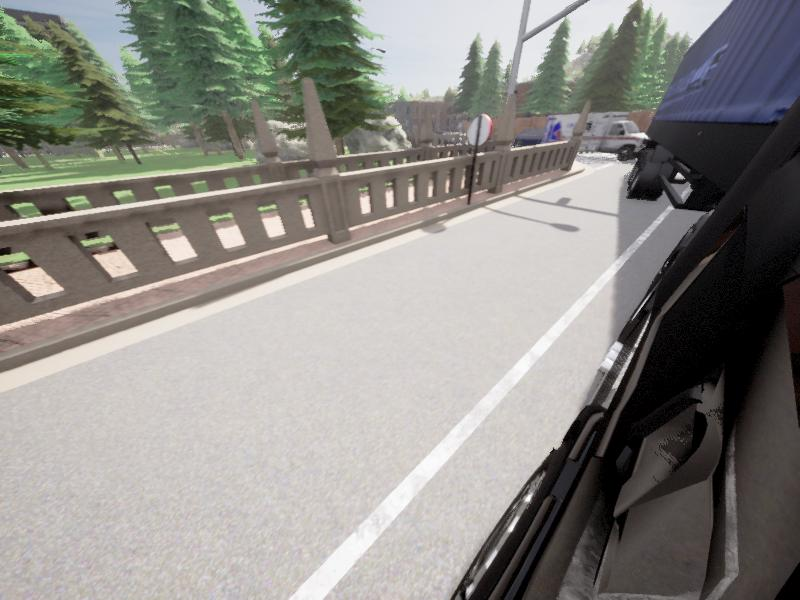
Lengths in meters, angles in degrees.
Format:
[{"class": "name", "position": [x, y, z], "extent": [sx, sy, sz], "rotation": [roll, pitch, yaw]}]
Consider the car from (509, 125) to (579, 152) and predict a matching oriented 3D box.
[{"class": "car", "position": [12.716, -14.474, 20.687], "extent": [2.097, 1.767, 4.553], "rotation": [-28, 44, -30]}]

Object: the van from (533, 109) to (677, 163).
[{"class": "van", "position": [12.924, -10.909, 15.401], "extent": [2.351, 2.431, 6.366], "rotation": [-22, 41, -24]}]

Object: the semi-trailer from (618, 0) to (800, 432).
[{"class": "semi-trailer", "position": [7.760, -4.113, 4.976], "extent": [2.717, 4.402, 14.254], "rotation": [24, 44, 30]}]

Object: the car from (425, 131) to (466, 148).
[{"class": "car", "position": [5.398, -19.424, 27.918], "extent": [2.007, 1.525, 4.514], "rotation": [-28, 44, -30]}]

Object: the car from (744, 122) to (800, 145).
[{"class": "car", "position": [30.751, -13.837, 19.164], "extent": [4.181, 1.385, 1.994], "rotation": [-28, 44, -30]}]

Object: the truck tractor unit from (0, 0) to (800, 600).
[{"class": "truck tractor unit", "position": [2.645, -0.295, 0.351], "extent": [6.516, 4.208, 3.053], "rotation": [-28, 44, -30]}]
